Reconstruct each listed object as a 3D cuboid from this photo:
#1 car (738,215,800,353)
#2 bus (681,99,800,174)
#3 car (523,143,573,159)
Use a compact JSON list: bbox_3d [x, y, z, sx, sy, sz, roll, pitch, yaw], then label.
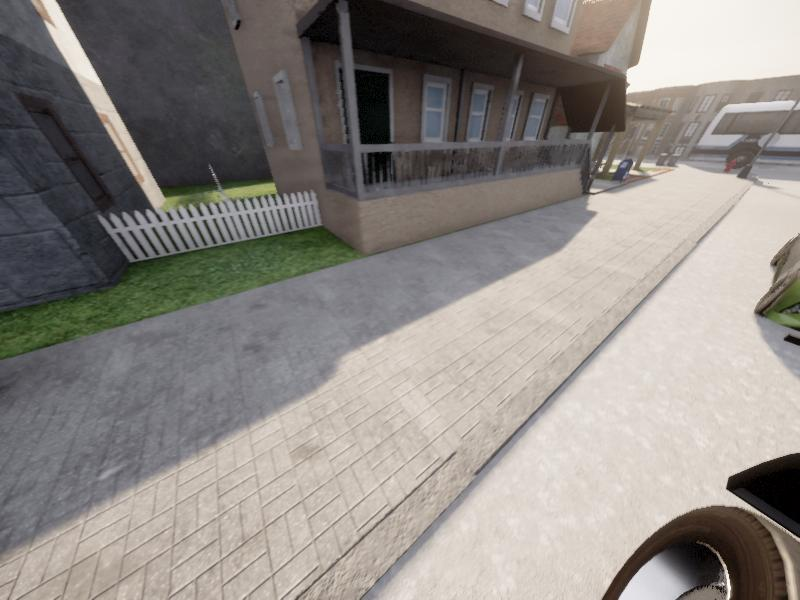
[{"bbox_3d":[7.171,-0.474,3.199,4.514,1.525,2.007,-22,41,-28],"label":"car"},{"bbox_3d":[29.438,-11.823,16.744,3.944,4.253,10.273,-22,41,-28],"label":"bus"},{"bbox_3d":[18.835,-19.161,29.624,1.837,1.490,4.892,-22,41,-28],"label":"car"}]
